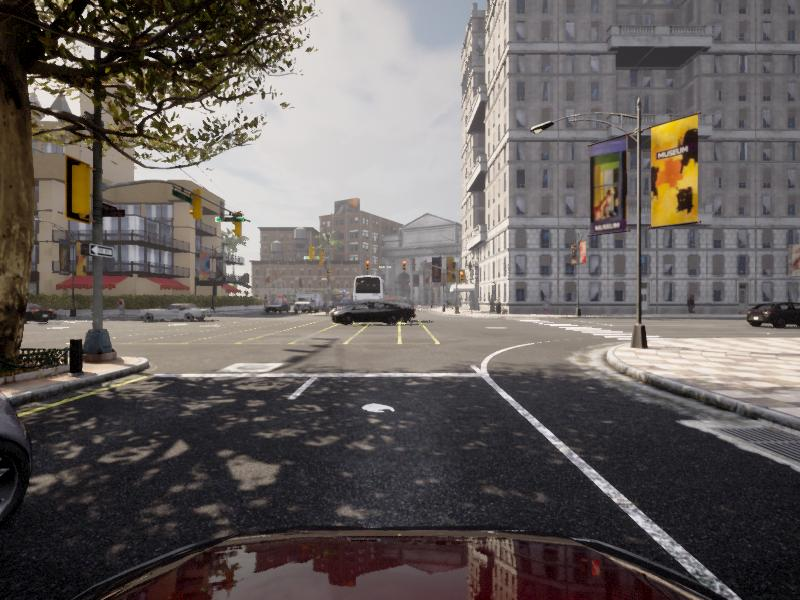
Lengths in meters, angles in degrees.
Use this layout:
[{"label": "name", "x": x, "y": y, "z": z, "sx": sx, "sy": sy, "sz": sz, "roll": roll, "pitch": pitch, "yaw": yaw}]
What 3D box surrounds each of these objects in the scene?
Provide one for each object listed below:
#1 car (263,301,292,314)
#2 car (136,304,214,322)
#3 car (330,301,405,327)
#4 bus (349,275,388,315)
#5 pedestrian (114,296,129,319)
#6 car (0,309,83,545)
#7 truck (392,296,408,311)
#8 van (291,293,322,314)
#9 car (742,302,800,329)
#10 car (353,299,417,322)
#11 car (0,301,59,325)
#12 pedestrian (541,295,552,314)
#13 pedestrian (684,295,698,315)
[{"label": "car", "x": -15.001, "y": 0.888, "z": 49.342, "sx": 2.033, "sy": 1.411, "sz": 5.357, "roll": 0, "pitch": 0, "yaw": 0}, {"label": "car", "x": -16.644, "y": 0.940, "z": 29.798, "sx": 4.718, "sy": 1.301, "sz": 1.895, "roll": 0, "pitch": 0, "yaw": 0}, {"label": "car", "x": -2.094, "y": 0.825, "z": 25.333, "sx": 4.514, "sy": 1.525, "sz": 2.007, "roll": 0, "pitch": 0, "yaw": -14}, {"label": "bus", "x": -3.622, "y": -0.541, "z": 48.601, "sx": 3.944, "sy": 4.253, "sz": 10.273, "roll": 0, "pitch": 0, "yaw": 0}, {"label": "pedestrian", "x": -23.708, "y": 0.632, "z": 34.044, "sx": 0.751, "sy": 1.860, "sz": 0.751, "roll": 0, "pitch": 0, "yaw": 5}, {"label": "car", "x": -3.492, "y": 0.826, "z": 1.425, "sx": 1.845, "sy": 1.501, "sz": 3.633, "roll": 0, "pitch": 0, "yaw": 0}, {"label": "truck", "x": 0.000, "y": 0.534, "z": 59.649, "sx": 2.390, "sy": 2.098, "sz": 6.274, "roll": 0, "pitch": 0, "yaw": 0}, {"label": "van", "x": -11.502, "y": 0.371, "z": 49.802, "sx": 2.351, "sy": 2.431, "sz": 6.366, "roll": 0, "pitch": 0, "yaw": 0}, {"label": "car", "x": 22.546, "y": 0.851, "z": 23.029, "sx": 4.193, "sy": 1.474, "sz": 1.816, "roll": 0, "pitch": 0, "yaw": 0}, {"label": "car", "x": -1.068, "y": 0.752, "z": 29.884, "sx": 4.611, "sy": 1.667, "sz": 2.242, "roll": 0, "pitch": 0, "yaw": 0}, {"label": "car", "x": -25.712, "y": 0.825, "z": 26.247, "sx": 4.974, "sy": 1.542, "sz": 2.038, "roll": 0, "pitch": 0, "yaw": 0}, {"label": "pedestrian", "x": 14.487, "y": 0.479, "z": 39.602, "sx": 0.751, "sy": 1.860, "sz": 0.751, "roll": 0, "pitch": 0, "yaw": -1}, {"label": "pedestrian", "x": 27.093, "y": 0.480, "z": 37.301, "sx": 0.751, "sy": 1.860, "sz": 0.751, "roll": 0, "pitch": 0, "yaw": -5}]
